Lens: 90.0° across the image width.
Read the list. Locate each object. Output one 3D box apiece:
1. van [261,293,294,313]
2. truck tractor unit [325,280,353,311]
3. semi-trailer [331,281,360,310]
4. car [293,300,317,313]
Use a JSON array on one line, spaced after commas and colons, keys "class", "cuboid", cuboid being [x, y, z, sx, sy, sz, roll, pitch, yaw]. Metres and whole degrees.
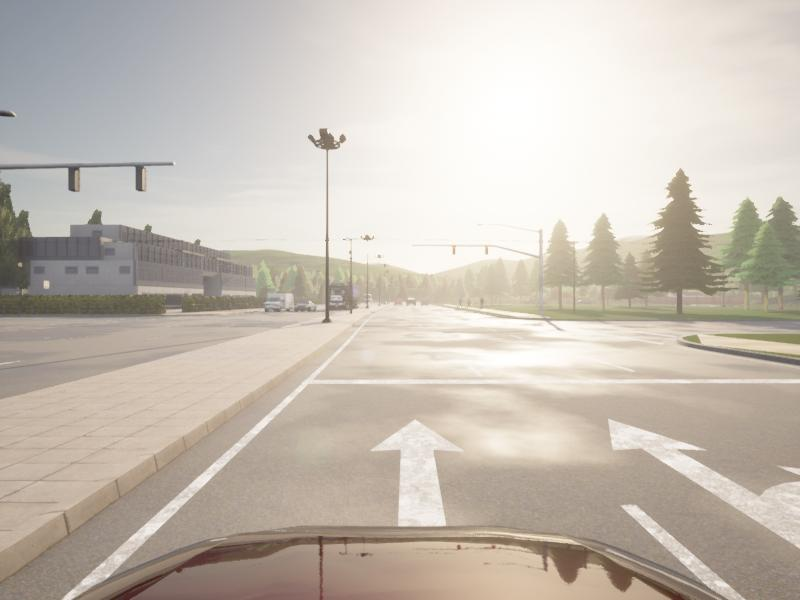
[{"class": "van", "cuboid": [-15.818, 0.337, 52.198, 2.351, 2.431, 6.366, 0, 0, 0]}, {"class": "truck tractor unit", "cuboid": [-8.763, -0.570, 58.245, 3.053, 4.208, 6.516, 0, 0, 0]}, {"class": "semi-trailer", "cuboid": [-8.693, -0.671, 66.160, 2.717, 4.402, 14.254, 0, 0, 1]}, {"class": "car", "cuboid": [-12.317, 0.785, 52.194, 2.038, 1.542, 4.974, 0, 0, 0]}]
